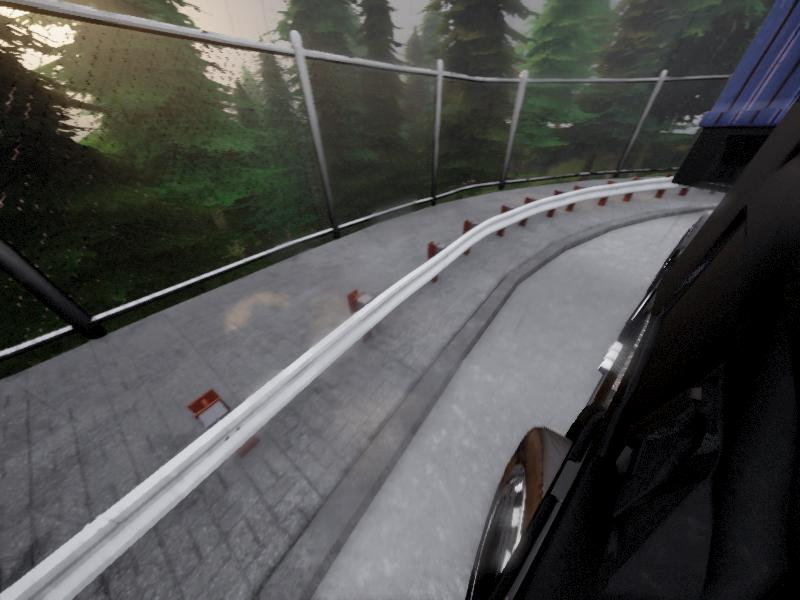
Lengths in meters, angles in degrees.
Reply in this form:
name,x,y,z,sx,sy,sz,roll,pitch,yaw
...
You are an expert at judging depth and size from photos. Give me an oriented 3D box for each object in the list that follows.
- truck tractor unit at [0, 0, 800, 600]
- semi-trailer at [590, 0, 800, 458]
name,x,y,z,sx,sy,sz,roll,pitch,yaw
truck tractor unit,2.645,-0.295,0.351,6.516,4.208,3.053,-28,44,-30
semi-trailer,10.090,-1.545,1.406,14.254,4.402,2.717,-4,36,-1
